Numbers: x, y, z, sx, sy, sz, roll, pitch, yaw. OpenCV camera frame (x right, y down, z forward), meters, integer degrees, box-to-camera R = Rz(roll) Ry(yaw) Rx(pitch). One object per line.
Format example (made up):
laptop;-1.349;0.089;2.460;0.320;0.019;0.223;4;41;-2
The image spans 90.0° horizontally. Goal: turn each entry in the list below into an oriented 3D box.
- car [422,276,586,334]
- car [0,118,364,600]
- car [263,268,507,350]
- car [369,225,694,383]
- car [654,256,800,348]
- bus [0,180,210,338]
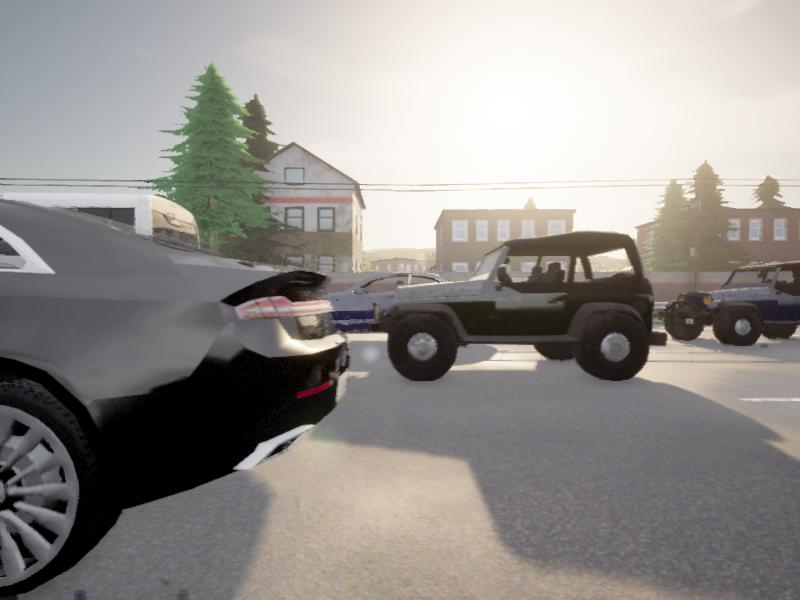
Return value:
car;3.068;0.153;12.705;4.611;1.667;2.242;0;0;0
car;-2.743;0.240;2.192;4.902;1.511;2.128;0;0;0
car;-0.312;0.180;9.327;5.027;1.651;2.152;0;0;-1
car;1.563;0.045;5.704;3.866;1.878;1.905;0;0;0
car;8.390;0.036;9.218;3.866;1.878;1.905;0;0;0
bus;-12.130;-1.117;12.691;10.273;4.253;3.944;0;0;-1
